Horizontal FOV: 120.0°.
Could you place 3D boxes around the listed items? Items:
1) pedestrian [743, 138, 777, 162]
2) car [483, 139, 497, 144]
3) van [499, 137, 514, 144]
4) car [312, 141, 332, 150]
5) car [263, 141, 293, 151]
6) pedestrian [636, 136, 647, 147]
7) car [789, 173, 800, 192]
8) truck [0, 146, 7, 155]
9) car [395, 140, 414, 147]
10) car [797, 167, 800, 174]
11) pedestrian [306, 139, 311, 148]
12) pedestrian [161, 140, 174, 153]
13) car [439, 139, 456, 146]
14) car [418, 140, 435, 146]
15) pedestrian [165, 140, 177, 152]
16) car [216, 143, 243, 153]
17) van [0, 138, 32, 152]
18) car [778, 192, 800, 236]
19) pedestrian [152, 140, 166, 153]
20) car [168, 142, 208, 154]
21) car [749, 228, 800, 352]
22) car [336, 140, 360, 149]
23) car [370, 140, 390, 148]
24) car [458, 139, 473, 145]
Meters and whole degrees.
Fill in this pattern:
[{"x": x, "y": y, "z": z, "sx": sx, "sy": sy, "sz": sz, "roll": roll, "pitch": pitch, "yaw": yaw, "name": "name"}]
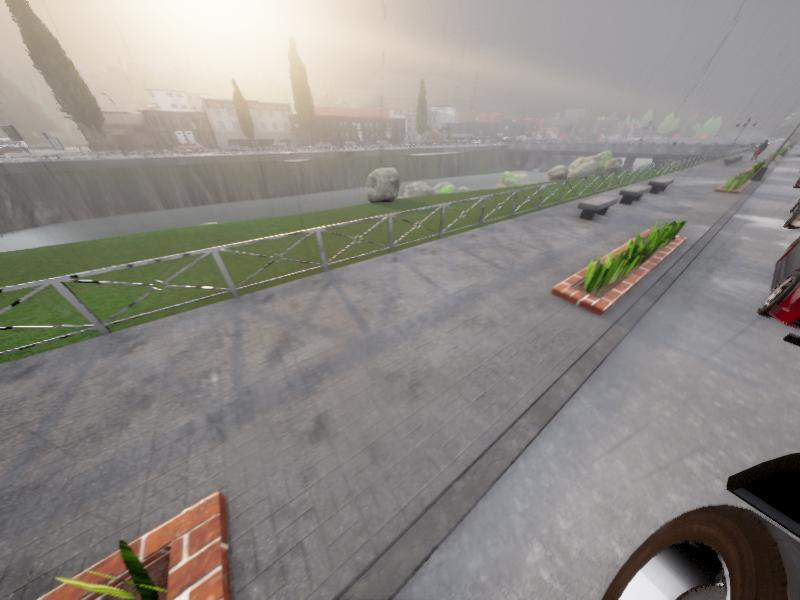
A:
[{"x": 33.936, "y": -14.111, "z": 21.794, "sx": 0.751, "sy": 1.860, "sz": 0.751, "roll": -10, "pitch": 36, "yaw": -14, "name": "pedestrian"}, {"x": 32.436, "y": -56.922, "z": 83.032, "sx": 4.892, "sy": 1.490, "sz": 1.837, "roll": -22, "pitch": 41, "yaw": -28, "name": "car"}, {"x": 37.778, "y": -56.504, "z": 81.935, "sx": 4.480, "sy": 2.038, "sz": 2.069, "roll": -22, "pitch": 41, "yaw": -28, "name": "van"}, {"x": -18.300, "y": -36.207, "z": 54.108, "sx": 3.806, "sy": 1.475, "sz": 1.970, "roll": -22, "pitch": 41, "yaw": -28, "name": "car"}, {"x": -26.146, "y": -33.075, "z": 49.589, "sx": 5.238, "sy": 1.638, "sz": 1.930, "roll": -22, "pitch": 41, "yaw": -28, "name": "car"}, {"x": 52.073, "y": -34.189, "z": 49.874, "sx": 0.751, "sy": 1.860, "sz": 0.751, "roll": -19, "pitch": 39, "yaw": -24, "name": "pedestrian"}, {"x": 21.633, "y": -6.298, "z": 11.333, "sx": 4.514, "sy": 1.525, "sz": 2.007, "roll": -22, "pitch": 41, "yaw": -28, "name": "car"}, {"x": -68.975, "y": -25.042, "z": 36.653, "sx": 2.891, "sy": 3.827, "sz": 8.468, "roll": -22, "pitch": 41, "yaw": -28, "name": "truck"}, {"x": 1.333, "y": -44.267, "z": 65.272, "sx": 4.974, "sy": 1.542, "sz": 2.038, "roll": -22, "pitch": 41, "yaw": -28, "name": "car"}, {"x": 30.302, "y": -9.813, "z": 16.289, "sx": 4.193, "sy": 1.474, "sz": 1.816, "roll": -22, "pitch": 41, "yaw": -28, "name": "car"}, {"x": -22.782, "y": -38.954, "z": 57.508, "sx": 0.751, "sy": 1.860, "sz": 0.751, "roll": -20, "pitch": 40, "yaw": -26, "name": "pedestrian"}, {"x": -42.791, "y": -28.250, "z": 42.474, "sx": 0.751, "sy": 1.860, "sz": 0.751, "roll": 9, "pitch": 36, "yaw": 13, "name": "pedestrian"}, {"x": 14.877, "y": -49.813, "z": 72.980, "sx": 5.238, "sy": 1.638, "sz": 1.930, "roll": -22, "pitch": 41, "yaw": -28, "name": "car"}, {"x": 7.970, "y": -46.952, "z": 69.072, "sx": 5.008, "sy": 1.535, "sz": 1.882, "roll": -22, "pitch": 41, "yaw": -28, "name": "car"}, {"x": -42.456, "y": -28.571, "z": 42.926, "sx": 0.751, "sy": 1.860, "sz": 0.751, "roll": -15, "pitch": 38, "yaw": -20, "name": "pedestrian"}, {"x": -33.504, "y": -30.004, "z": 45.439, "sx": 3.806, "sy": 1.475, "sz": 1.970, "roll": -22, "pitch": 41, "yaw": -28, "name": "car"}, {"x": -86.092, "y": -34.525, "z": 51.324, "sx": 1.988, "sy": 2.561, "sz": 5.915, "roll": -22, "pitch": 41, "yaw": -28, "name": "van"}, {"x": 13.065, "y": -2.805, "z": 6.452, "sx": 4.514, "sy": 1.525, "sz": 2.007, "roll": -22, "pitch": 41, "yaw": -28, "name": "car"}, {"x": -43.771, "y": -27.862, "z": 41.931, "sx": 0.751, "sy": 1.860, "sz": 0.751, "roll": -7, "pitch": 36, "yaw": -10, "name": "pedestrian"}, {"x": -38.747, "y": -27.922, "z": 42.405, "sx": 5.027, "sy": 1.651, "sz": 2.152, "roll": -22, "pitch": 41, "yaw": -28, "name": "car"}, {"x": 7.141, "y": -0.327, "z": 3.123, "sx": 4.181, "sy": 1.385, "sz": 1.994, "roll": -22, "pitch": 41, "yaw": -28, "name": "car"}, {"x": -12.818, "y": -38.511, "z": 57.185, "sx": 5.238, "sy": 1.638, "sz": 1.930, "roll": -22, "pitch": 41, "yaw": -28, "name": "car"}, {"x": -5.328, "y": -41.571, "z": 61.457, "sx": 4.856, "sy": 1.649, "sz": 2.033, "roll": -22, "pitch": 41, "yaw": -28, "name": "car"}, {"x": 21.832, "y": -52.595, "z": 76.986, "sx": 4.892, "sy": 1.490, "sz": 1.837, "roll": -22, "pitch": 41, "yaw": -28, "name": "car"}]
